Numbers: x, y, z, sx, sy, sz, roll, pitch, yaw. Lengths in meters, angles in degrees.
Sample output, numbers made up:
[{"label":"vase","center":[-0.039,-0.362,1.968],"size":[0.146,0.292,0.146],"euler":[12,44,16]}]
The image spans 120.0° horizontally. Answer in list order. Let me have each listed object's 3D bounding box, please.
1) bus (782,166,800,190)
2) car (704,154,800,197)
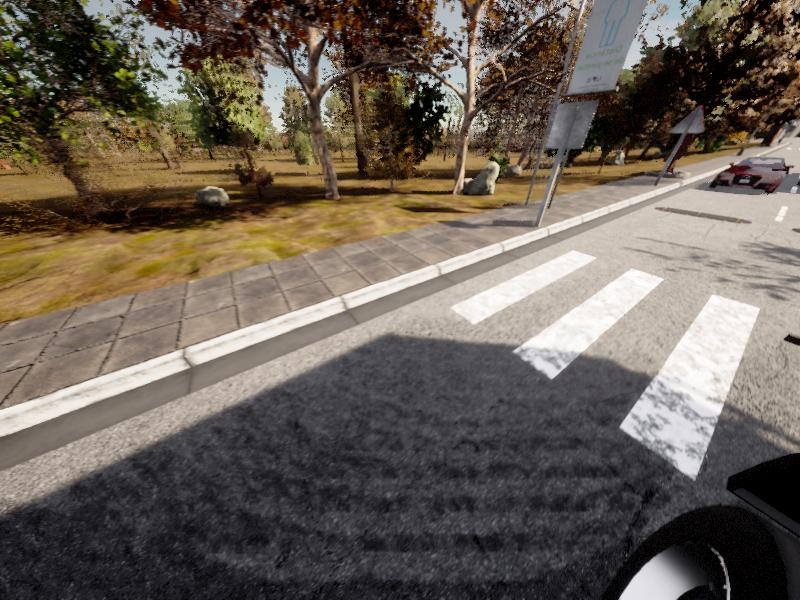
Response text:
[{"label":"bus","center":[24.797,-8.136,11.517],"size":[10.273,4.253,3.944],"euler":[-21,40,-27]},{"label":"car","center":[17.486,-6.253,11.420],"size":[4.181,1.385,1.994],"euler":[-21,40,-27]}]
